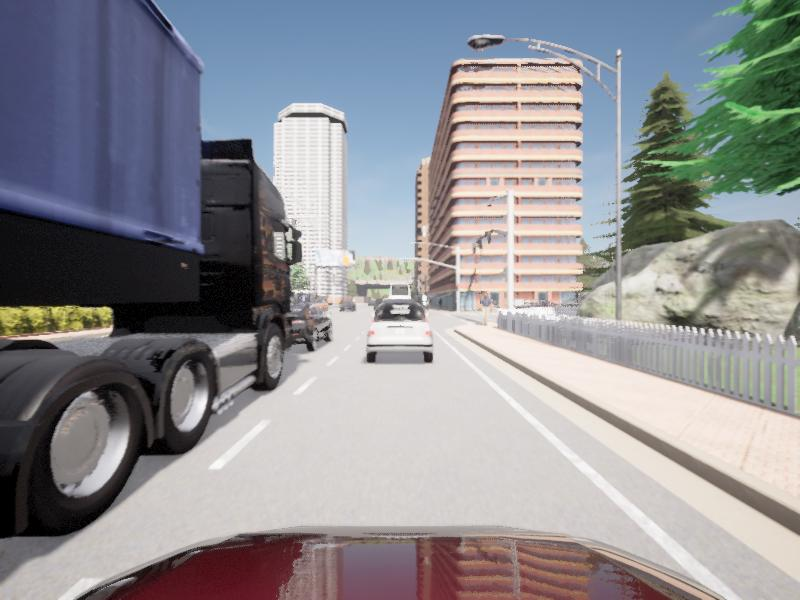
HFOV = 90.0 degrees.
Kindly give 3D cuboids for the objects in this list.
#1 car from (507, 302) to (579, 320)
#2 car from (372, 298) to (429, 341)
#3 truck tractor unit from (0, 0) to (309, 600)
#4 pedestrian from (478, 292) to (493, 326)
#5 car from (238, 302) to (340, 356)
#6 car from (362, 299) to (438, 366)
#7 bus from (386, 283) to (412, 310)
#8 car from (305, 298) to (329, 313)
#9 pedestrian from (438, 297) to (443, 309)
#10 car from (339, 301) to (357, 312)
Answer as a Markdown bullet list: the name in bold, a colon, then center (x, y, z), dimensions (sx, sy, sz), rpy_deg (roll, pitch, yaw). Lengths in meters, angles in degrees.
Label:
- **car**: center (11.709, 0.840, 32.885), dimensions (5.357, 1.411, 2.033), rpy_deg (0, 0, -12)
- **car**: center (0.023, 0.756, 17.910), dimensions (2.242, 1.667, 4.611), rpy_deg (0, 0, 0)
- **truck tractor unit**: center (-3.405, -0.516, 5.180), dimensions (3.053, 4.208, 6.516), rpy_deg (0, 0, -1)
- **pedestrian**: center (4.717, 0.485, 21.933), dimensions (0.751, 1.860, 0.751), rpy_deg (0, 0, 17)
- **car**: center (-3.501, 0.836, 13.757), dimensions (2.128, 1.511, 4.902), rpy_deg (0, 0, 0)
- **car**: center (0.000, 0.788, 11.658), dimensions (1.851, 1.617, 3.988), rpy_deg (0, 0, 0)
- **bus**: center (-0.125, -0.532, 66.357), dimensions (3.944, 4.253, 10.273), rpy_deg (0, 0, 0)
- **car**: center (-10.504, 0.695, 51.071), dimensions (2.097, 1.767, 4.553), rpy_deg (0, 0, 0)
- **pedestrian**: center (6.352, 0.485, 62.381), dimensions (0.751, 1.860, 0.751), rpy_deg (0, 0, 1)
- **car**: center (-7.001, 0.845, 54.563), dimensions (1.837, 1.490, 4.892), rpy_deg (0, 0, 0)
